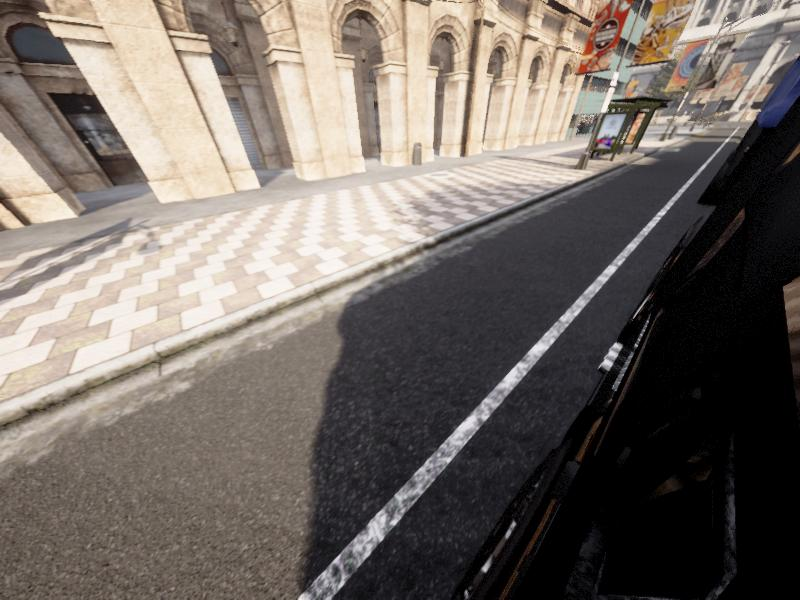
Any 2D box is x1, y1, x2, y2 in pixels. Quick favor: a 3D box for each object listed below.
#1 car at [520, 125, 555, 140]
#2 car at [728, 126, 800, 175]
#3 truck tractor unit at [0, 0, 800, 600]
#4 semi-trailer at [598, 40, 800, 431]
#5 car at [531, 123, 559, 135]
[{"bbox_3d":[19.079,-23.237,31.975,4.786,1.482,2.161,-28,44,-30],"label":"car"},{"bbox_3d":[17.492,-7.128,10.811,4.892,1.490,1.837,-28,44,-30],"label":"car"},{"bbox_3d":[2.645,-0.295,0.351,6.516,4.208,3.053,-28,44,-30],"label":"truck tractor unit"},{"bbox_3d":[8.707,-3.600,4.219,14.254,4.402,2.717,-28,44,-30],"label":"semi-trailer"},{"bbox_3d":[25.274,-29.836,40.305,4.902,1.511,2.128,-28,44,-30],"label":"car"}]
